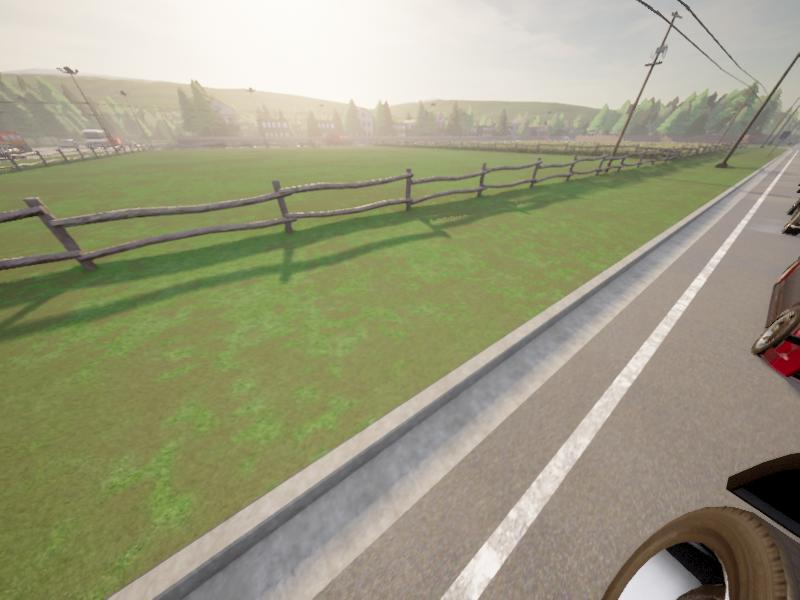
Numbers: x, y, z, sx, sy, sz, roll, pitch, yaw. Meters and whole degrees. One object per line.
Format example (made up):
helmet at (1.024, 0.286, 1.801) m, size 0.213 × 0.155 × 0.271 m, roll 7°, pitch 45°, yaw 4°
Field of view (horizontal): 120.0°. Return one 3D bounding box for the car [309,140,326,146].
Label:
car at (-28.366, -53.841, 79.165) m, size 5.008 × 1.535 × 1.882 m, roll -22°, pitch 40°, yaw -27°

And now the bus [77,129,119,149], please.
bus at (-86.072, -46.146, 66.212) m, size 3.944 × 4.253 × 10.273 m, roll -21°, pitch 40°, yaw -27°

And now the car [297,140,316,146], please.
car at (-30.183, -50.676, 74.682) m, size 5.008 × 1.535 × 1.882 m, roll -22°, pitch 40°, yaw -27°

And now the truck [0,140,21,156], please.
truck at (-64.575, -23.775, 36.210) m, size 2.390 × 2.098 × 6.274 m, roll -16°, pitch 38°, yaw -21°

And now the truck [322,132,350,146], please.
truck at (-21.678, -54.999, 78.777) m, size 8.468 × 3.827 × 2.891 m, roll -22°, pitch 40°, yaw -27°

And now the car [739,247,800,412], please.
car at (6.096, 0.163, 2.511) m, size 4.181 × 1.385 × 1.994 m, roll -22°, pitch 41°, yaw -28°

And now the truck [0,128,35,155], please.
truck at (-69.871, -27.052, 39.391) m, size 2.891 × 3.827 × 8.468 m, roll -11°, pitch 36°, yaw -14°

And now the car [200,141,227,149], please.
car at (-48.873, -40.847, 60.752) m, size 5.238 × 1.638 × 1.930 m, roll -22°, pitch 40°, yaw -27°

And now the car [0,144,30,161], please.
car at (-51.135, -18.876, 29.556) m, size 2.242 × 1.667 × 4.611 m, roll -21°, pitch 40°, yaw -27°

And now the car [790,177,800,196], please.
car at (20.881, -5.830, 10.790) m, size 4.792 × 1.488 × 2.163 m, roll -22°, pitch 41°, yaw -28°

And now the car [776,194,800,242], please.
car at (12.875, -2.674, 6.234) m, size 5.027 × 1.651 × 2.152 m, roll -22°, pitch 41°, yaw -28°

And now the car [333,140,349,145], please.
car at (-21.288, -56.616, 83.143) m, size 4.902 × 1.511 × 2.128 m, roll -22°, pitch 40°, yaw -27°

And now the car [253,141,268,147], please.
car at (-44.493, -49.890, 73.623) m, size 3.633 × 1.501 × 1.845 m, roll -22°, pitch 40°, yaw -27°

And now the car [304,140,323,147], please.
car at (-27.242, -49.403, 72.854) m, size 5.366 × 1.575 × 1.801 m, roll -22°, pitch 40°, yaw -27°

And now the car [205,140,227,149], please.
car at (-46.627, -39.391, 58.472) m, size 3.866 × 1.878 × 1.905 m, roll -22°, pitch 40°, yaw -27°

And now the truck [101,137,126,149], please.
truck at (-80.704, -44.332, 65.158) m, size 2.627 × 2.467 × 5.204 m, roll -21°, pitch 40°, yaw -27°
